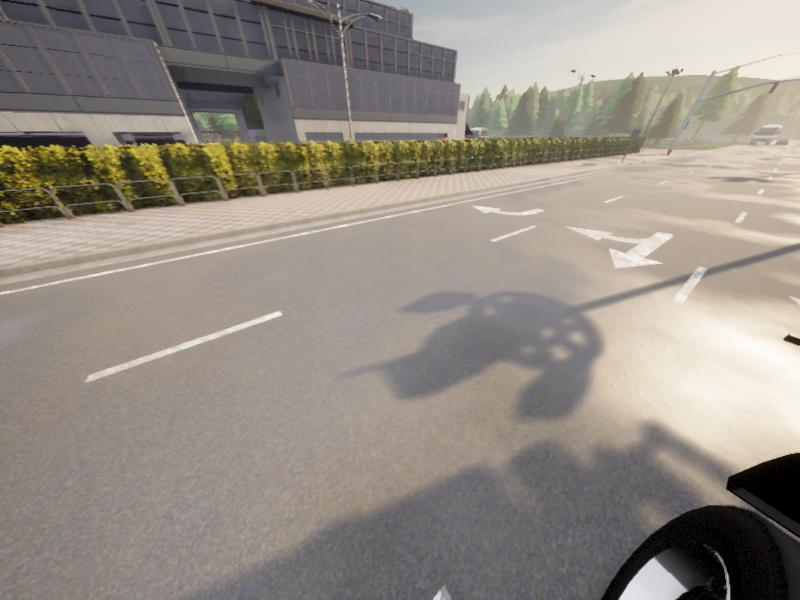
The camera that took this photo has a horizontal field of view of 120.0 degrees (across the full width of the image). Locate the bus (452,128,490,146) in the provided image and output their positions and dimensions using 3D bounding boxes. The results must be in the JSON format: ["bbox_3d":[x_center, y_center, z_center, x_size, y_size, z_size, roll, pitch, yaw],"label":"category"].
[{"bbox_3d":[21.221,-49.502,70.141,3.944,4.253,10.273,-22,41,-27],"label":"bus"}]
